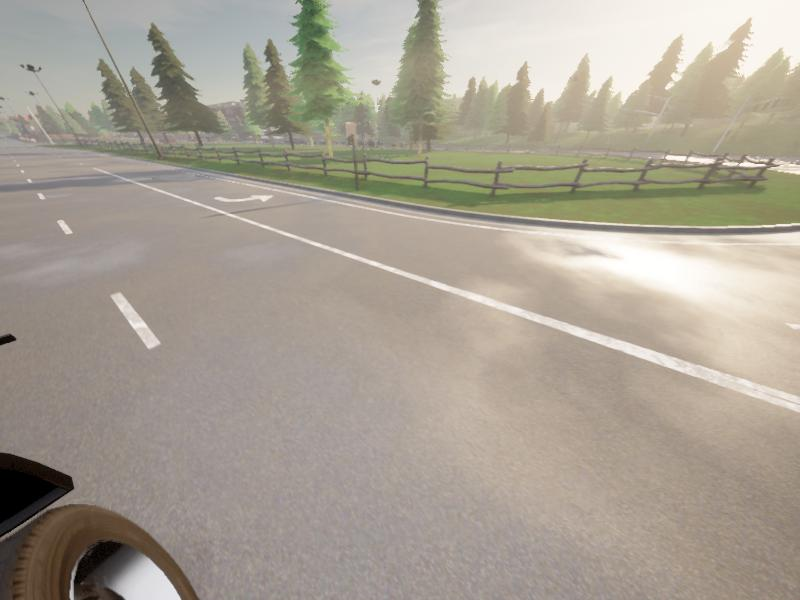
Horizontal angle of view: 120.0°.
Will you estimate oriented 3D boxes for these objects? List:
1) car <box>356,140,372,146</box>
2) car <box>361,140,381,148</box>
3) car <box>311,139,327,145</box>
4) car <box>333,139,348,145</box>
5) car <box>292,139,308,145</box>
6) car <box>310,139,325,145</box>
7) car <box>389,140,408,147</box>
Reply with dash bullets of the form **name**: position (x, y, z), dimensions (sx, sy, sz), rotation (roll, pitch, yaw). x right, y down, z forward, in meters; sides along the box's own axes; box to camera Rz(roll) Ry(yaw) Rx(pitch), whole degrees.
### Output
- **car**: position (-11.580, -50.130, 73.545), dimensions (5.008, 1.535, 1.882), rotation (22, 41, 28)
- **car**: position (-7.544, -40.986, 60.784), dimensions (5.027, 1.651, 2.152), rotation (22, 41, 28)
- **car**: position (-26.354, -51.286, 75.001), dimensions (4.974, 1.542, 2.038), rotation (22, 41, 28)
- **car**: position (-20.328, -53.747, 78.546), dimensions (4.974, 1.542, 2.038), rotation (22, 41, 28)
- **car**: position (-32.401, -51.325, 74.951), dimensions (4.856, 1.649, 2.033), rotation (22, 41, 28)
- **car**: position (-28.427, -54.626, 79.674), dimensions (5.238, 1.638, 1.930), rotation (22, 41, 28)
- **car**: position (-0.462, -43.095, 63.668), dimensions (5.366, 1.575, 1.801), rotation (22, 41, 28)
